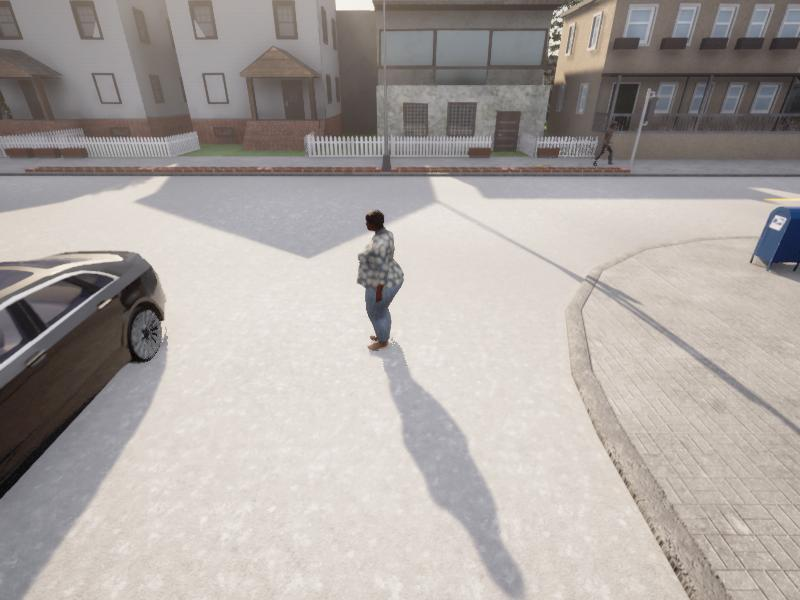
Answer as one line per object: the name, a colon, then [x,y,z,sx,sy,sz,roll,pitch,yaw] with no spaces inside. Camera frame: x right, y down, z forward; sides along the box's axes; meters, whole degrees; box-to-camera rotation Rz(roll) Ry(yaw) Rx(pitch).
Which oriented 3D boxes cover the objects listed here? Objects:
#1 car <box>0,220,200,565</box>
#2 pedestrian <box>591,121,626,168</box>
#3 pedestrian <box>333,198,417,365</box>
car: [-4.006,0.725,3.551,2.128,1.511,4.902,-1,27,-2]
pedestrian: [9.138,-6.837,17.604,0.751,1.860,0.751,0,27,1]
pedestrian: [-0.256,-0.228,4.969,0.751,1.860,0.751,7,28,14]
